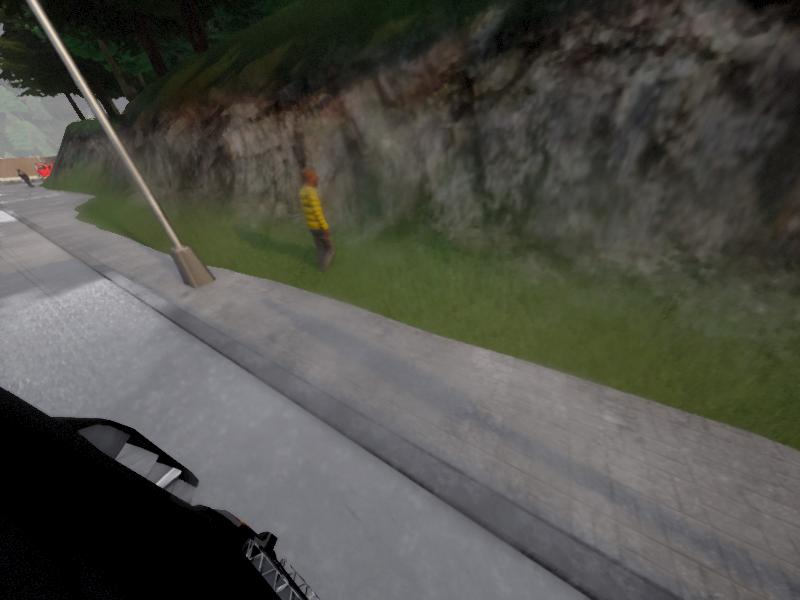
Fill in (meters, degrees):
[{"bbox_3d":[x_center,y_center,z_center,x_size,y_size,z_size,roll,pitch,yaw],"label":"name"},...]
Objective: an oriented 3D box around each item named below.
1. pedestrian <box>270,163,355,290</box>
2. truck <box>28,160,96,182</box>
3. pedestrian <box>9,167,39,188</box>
[{"bbox_3d":[-1.431,-1.240,3.984,0.751,1.860,0.751,-24,39,-28],"label":"pedestrian"},{"bbox_3d":[-52.646,-20.300,36.170,2.627,2.467,5.204,16,38,26],"label":"truck"},{"bbox_3d":[-39.576,-12.862,24.324,0.751,1.860,0.751,16,38,26],"label":"pedestrian"}]
